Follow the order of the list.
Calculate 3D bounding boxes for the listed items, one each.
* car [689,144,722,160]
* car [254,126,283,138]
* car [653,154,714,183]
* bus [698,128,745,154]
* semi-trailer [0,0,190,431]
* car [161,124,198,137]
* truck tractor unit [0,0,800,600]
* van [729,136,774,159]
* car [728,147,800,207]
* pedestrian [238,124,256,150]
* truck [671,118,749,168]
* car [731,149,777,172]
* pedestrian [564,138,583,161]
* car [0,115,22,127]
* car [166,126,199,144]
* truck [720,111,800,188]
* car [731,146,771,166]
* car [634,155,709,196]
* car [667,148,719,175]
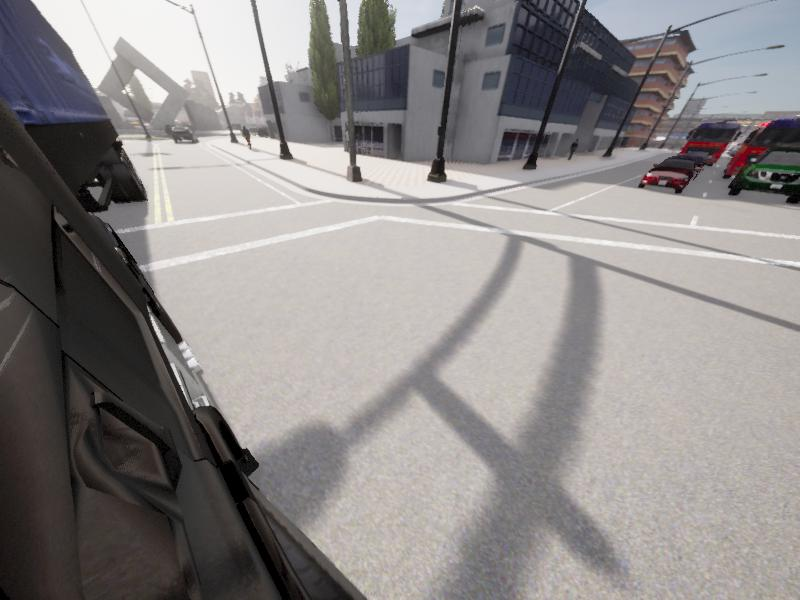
[{"bbox_3d":[38.985,-18.884,29.454,4.181,1.385,1.994,-27,46,-32],"label":"car"},{"bbox_3d":[-25.084,-32.282,44.406,1.930,1.638,5.238,8,37,7],"label":"car"},{"bbox_3d":[20.271,-9.494,16.491,4.181,1.385,1.994,-25,44,-32],"label":"car"},{"bbox_3d":[69.325,-34.318,50.031,10.273,4.253,3.944,-25,44,-33],"label":"bus"},{"bbox_3d":[-8.156,-3.913,4.711,2.717,4.402,14.254,-27,46,-34],"label":"semi-trailer"},{"bbox_3d":[-33.830,-26.028,35.482,3.633,1.501,1.845,-27,46,-34],"label":"car"},{"bbox_3d":[-2.645,-0.295,0.351,6.516,4.208,3.053,28,44,30],"label":"truck tractor unit"},{"bbox_3d":[48.699,-21.335,32.207,6.366,2.431,2.351,-26,45,-32],"label":"van"},{"bbox_3d":[19.223,-6.459,11.777,5.566,2.045,2.150,-26,45,-32],"label":"car"},{"bbox_3d":[-13.456,-14.323,20.342,0.751,1.860,0.751,-20,42,-27],"label":"pedestrian"},{"bbox_3d":[32.350,-16.487,24.131,8.468,3.827,2.891,-27,45,-31],"label":"truck"},{"bbox_3d":[33.684,-13.396,22.092,4.674,1.442,1.812,-26,45,-31],"label":"car"},{"bbox_3d":[17.237,-14.966,22.938,0.751,1.860,0.751,25,42,28],"label":"pedestrian"},{"bbox_3d":[-72.854,-31.988,41.263,2.152,1.651,5.027,15,38,16],"label":"car"},{"bbox_3d":[-25.363,-19.469,27.160,1.837,1.490,4.892,-17,41,-24],"label":"car"},{"bbox_3d":[27.137,-11.005,16.750,8.468,3.827,2.891,-26,45,-32],"label":"truck"},{"bbox_3d":[38.396,-15.823,25.354,4.193,1.474,1.816,-27,46,-31],"label":"car"},{"bbox_3d":[14.913,-6.929,12.648,4.193,1.474,1.816,-26,45,-32],"label":"car"},{"bbox_3d":[25.530,-12.163,20.117,4.974,1.542,2.038,-26,45,-32],"label":"car"}]
